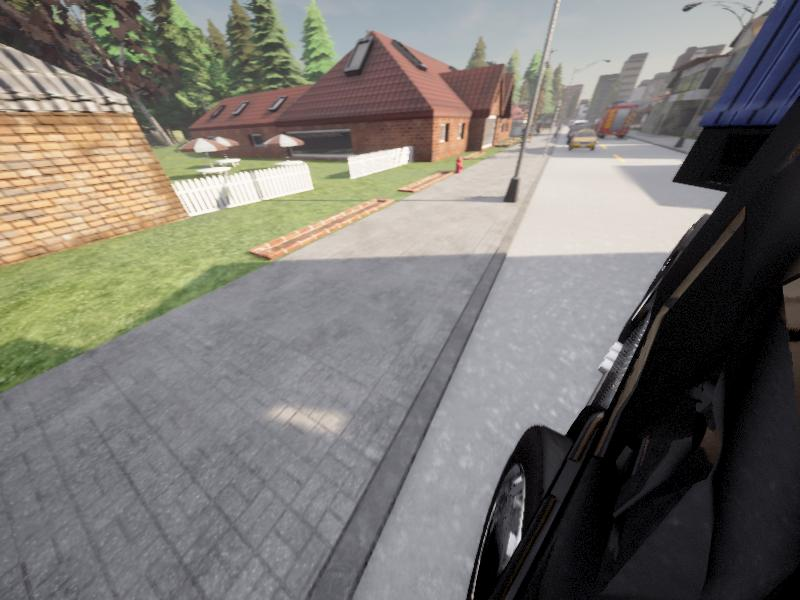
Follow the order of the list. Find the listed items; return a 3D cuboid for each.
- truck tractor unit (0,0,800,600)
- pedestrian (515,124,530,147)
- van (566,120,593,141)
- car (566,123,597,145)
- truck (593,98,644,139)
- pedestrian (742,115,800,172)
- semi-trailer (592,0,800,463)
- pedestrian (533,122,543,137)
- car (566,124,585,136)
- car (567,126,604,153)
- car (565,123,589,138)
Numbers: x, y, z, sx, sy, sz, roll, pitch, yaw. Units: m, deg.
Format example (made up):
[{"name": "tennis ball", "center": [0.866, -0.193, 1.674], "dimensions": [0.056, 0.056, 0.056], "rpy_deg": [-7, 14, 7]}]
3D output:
[{"name": "truck tractor unit", "center": [2.645, -0.295, 0.351], "dimensions": [6.516, 4.208, 3.053], "rpy_deg": [-28, 44, -30]}, {"name": "pedestrian", "center": [12.258, -16.435, 23.106], "dimensions": [0.751, 1.860, 0.751], "rpy_deg": [21, 43, 28]}, {"name": "van", "center": [23.258, -22.129, 30.118], "dimensions": [2.069, 2.038, 4.480], "rpy_deg": [17, 41, 25]}, {"name": "car", "center": [20.122, -18.625, 25.830], "dimensions": [2.097, 1.767, 4.553], "rpy_deg": [18, 41, 25]}, {"name": "truck", "center": [29.156, -24.414, 31.324], "dimensions": [2.891, 3.827, 8.468], "rpy_deg": [18, 41, 25]}, {"name": "pedestrian", "center": [15.582, -6.446, 9.559], "dimensions": [0.751, 1.860, 0.751], "rpy_deg": [-32, 46, -33]}, {"name": "semi-trailer", "center": [10.100, -1.357, 1.153], "dimensions": [14.254, 4.402, 2.717], "rpy_deg": [-2, 36, 1]}, {"name": "pedestrian", "center": [21.538, -26.518, 36.023], "dimensions": [0.751, 1.860, 0.751], "rpy_deg": [17, 41, 24]}, {"name": "car", "center": [30.045, -29.220, 39.654], "dimensions": [2.163, 1.488, 4.792], "rpy_deg": [17, 41, 25]}, {"name": "car", "center": [15.968, -13.994, 20.068], "dimensions": [1.801, 1.575, 5.366], "rpy_deg": [18, 42, 25]}, {"name": "car", "center": [26.682, -25.671, 34.955], "dimensions": [2.242, 1.667, 4.611], "rpy_deg": [18, 41, 25]}]
